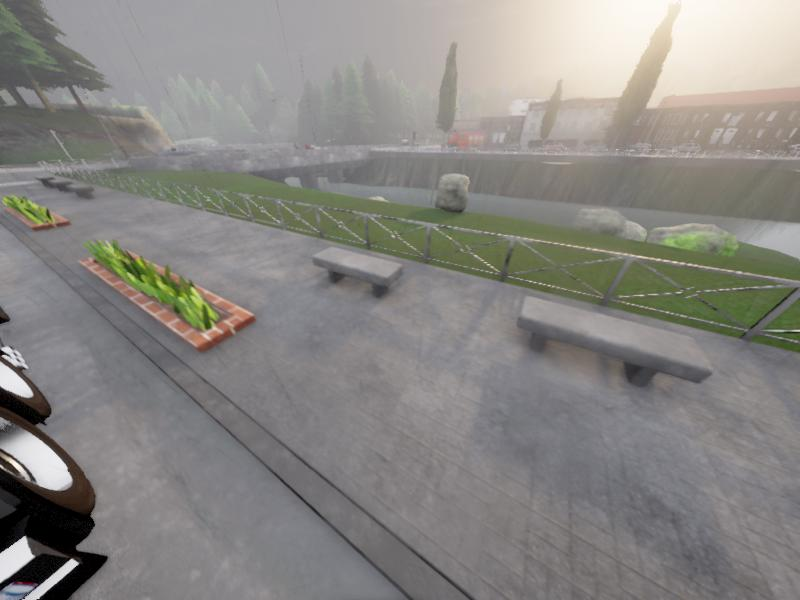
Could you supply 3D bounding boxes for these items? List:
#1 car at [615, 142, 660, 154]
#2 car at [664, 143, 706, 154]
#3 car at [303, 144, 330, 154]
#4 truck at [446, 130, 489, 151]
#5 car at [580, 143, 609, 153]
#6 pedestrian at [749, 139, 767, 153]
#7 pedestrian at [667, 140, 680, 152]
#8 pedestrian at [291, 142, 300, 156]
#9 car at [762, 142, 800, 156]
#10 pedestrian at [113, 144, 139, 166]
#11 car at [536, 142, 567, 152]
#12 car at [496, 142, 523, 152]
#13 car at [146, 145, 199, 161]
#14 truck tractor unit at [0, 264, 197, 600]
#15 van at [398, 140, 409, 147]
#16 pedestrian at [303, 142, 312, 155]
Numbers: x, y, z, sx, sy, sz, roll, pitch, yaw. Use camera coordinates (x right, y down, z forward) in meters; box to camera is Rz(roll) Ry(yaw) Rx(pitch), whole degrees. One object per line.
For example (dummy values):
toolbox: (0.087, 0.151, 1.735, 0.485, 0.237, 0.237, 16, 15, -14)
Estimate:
car: (42.149, -27.178, 41.227, 5.238, 1.638, 1.930, 18, 39, 24)
car: (47.577, -25.343, 38.693, 3.806, 1.475, 1.970, 18, 39, 25)
car: (-17.062, -31.007, 47.301, 2.038, 1.542, 4.974, 18, 39, 24)
truck: (15.433, -36.762, 53.290, 8.468, 3.827, 2.891, 18, 39, 24)
car: (36.772, -28.856, 43.823, 3.806, 1.475, 1.970, 18, 39, 24)
pedestrian: (58.038, -24.940, 37.469, 0.751, 1.860, 0.751, -21, 40, -27)
pedestrian: (51.432, -29.038, 43.429, 0.751, 1.860, 0.751, 20, 40, 27)
pedestrian: (-17.228, -24.982, 38.142, 0.751, 1.860, 0.751, 18, 39, 24)
car: (58.054, -22.003, 33.669, 5.238, 1.638, 1.930, 18, 39, 24)
pedestrian: (-27.609, -14.598, 23.309, 0.751, 1.860, 0.751, 18, 39, 24)
car: (30.579, -30.933, 46.726, 5.027, 1.651, 2.152, 18, 39, 24)
car: (23.664, -33.186, 50.013, 4.856, 1.649, 2.033, 18, 39, 24)
car: (-31.953, -20.817, 32.674, 2.242, 1.667, 4.611, 18, 39, 24)
truck tractor unit: (-5.121, -0.288, 0.792, 6.516, 4.208, 3.053, 18, 39, 24)
van: (1.285, -54.065, 79.803, 2.069, 2.038, 4.480, 18, 39, 24)
pedestrian: (-16.194, -26.693, 40.590, 0.751, 1.860, 0.751, 22, 40, 28)
